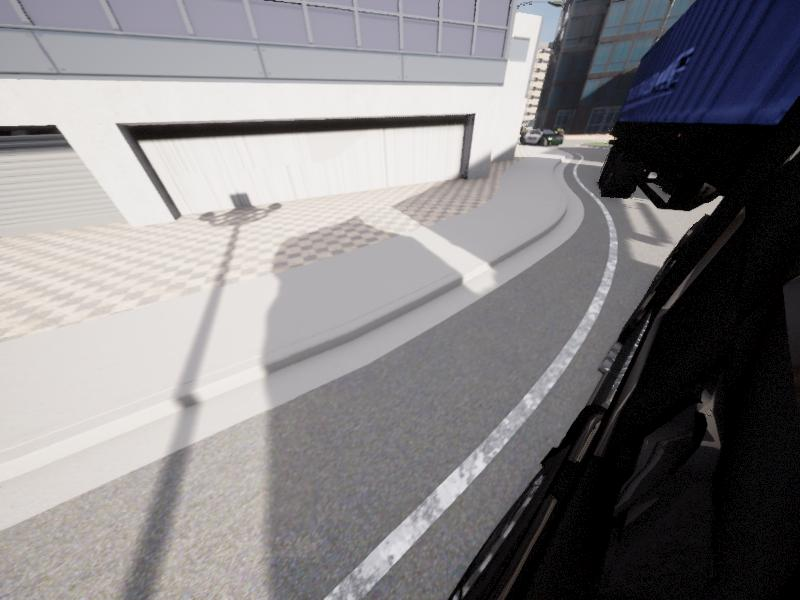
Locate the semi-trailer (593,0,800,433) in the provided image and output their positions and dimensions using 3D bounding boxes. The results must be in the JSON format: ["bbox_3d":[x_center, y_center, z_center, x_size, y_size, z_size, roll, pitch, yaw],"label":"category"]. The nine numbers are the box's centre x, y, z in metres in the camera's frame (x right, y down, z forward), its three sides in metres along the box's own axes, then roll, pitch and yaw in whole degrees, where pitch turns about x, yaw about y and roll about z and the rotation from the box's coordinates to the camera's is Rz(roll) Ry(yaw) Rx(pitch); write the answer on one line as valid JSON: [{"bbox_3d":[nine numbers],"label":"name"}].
[{"bbox_3d":[7.275,-4.306,5.249,2.717,4.402,14.254,19,42,26],"label":"semi-trailer"}]

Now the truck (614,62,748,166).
[{"bbox_3d":[16.331,-10.996,14.103,2.891,3.827,8.468,26,46,33],"label":"truck"}]

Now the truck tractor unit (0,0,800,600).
[{"bbox_3d":[2.645,-0.295,0.351,6.516,4.208,3.053,-28,44,-30],"label":"truck tractor unit"}]

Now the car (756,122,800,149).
[{"bbox_3d":[28.958,-11.613,16.188,4.181,1.385,1.994,-2,37,1],"label":"car"}]

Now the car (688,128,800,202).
[{"bbox_3d":[12.920,-4.903,8.061,1.801,1.575,5.366,16,41,23],"label":"car"}]

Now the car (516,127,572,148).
[{"bbox_3d":[14.880,-17.117,24.267,2.038,1.542,4.974,-10,38,-10],"label":"car"}]
